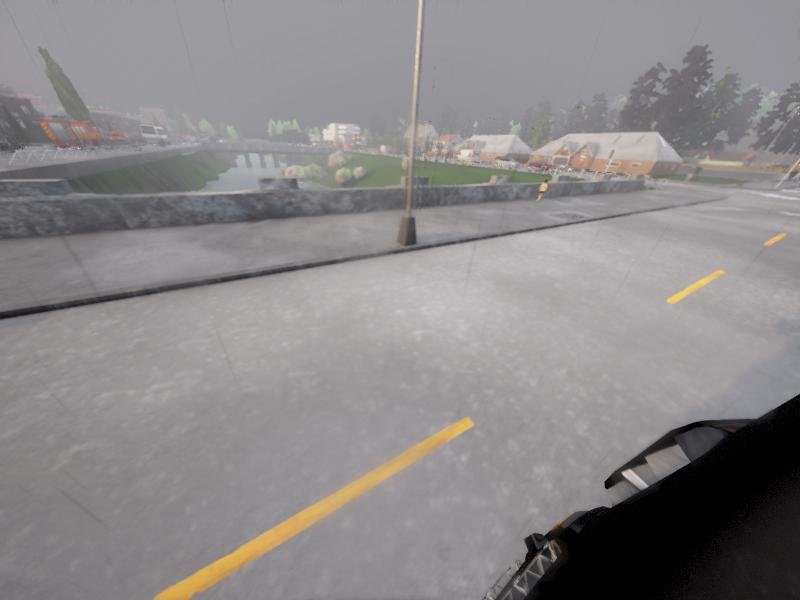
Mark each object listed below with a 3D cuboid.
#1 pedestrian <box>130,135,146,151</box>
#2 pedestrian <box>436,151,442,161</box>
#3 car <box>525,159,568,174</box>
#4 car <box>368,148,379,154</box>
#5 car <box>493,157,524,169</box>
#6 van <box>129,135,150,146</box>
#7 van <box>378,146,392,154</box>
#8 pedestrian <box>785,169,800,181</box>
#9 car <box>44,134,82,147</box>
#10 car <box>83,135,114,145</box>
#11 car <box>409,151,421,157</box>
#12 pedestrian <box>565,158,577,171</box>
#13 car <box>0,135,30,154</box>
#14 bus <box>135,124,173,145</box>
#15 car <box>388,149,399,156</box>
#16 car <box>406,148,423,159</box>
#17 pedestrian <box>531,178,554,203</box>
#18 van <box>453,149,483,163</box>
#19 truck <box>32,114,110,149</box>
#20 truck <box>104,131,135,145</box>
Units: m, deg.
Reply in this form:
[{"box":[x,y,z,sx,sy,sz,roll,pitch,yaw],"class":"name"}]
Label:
[{"box":[-39.017,-23.351,34.411,0.751,1.860,0.751,-13,37,-23],"class":"pedestrian"},{"box":[8.425,-30.815,49.391,0.751,1.860,0.751,-14,37,-24],"class":"pedestrian"},{"box":[22.121,-20.344,35.119,1.882,1.535,5.008,-14,37,-24],"class":"car"},{"box":[-9.577,-53.953,83.520,2.038,1.542,4.974,-15,37,-25],"class":"car"},{"box":[18.759,-23.868,40.207,2.007,1.525,4.514,-15,37,-25],"class":"car"},{"box":[-62.236,-38.262,55.312,1.775,1.987,4.442,-15,37,-25],"class":"van"},{"box":[-5.466,-54.619,84.078,2.351,2.431,6.366,-15,37,-25],"class":"van"},{"box":[72.737,-23.107,42.702,0.751,1.860,0.751,-16,38,-26],"class":"pedestrian"},{"box":[-55.585,-26.361,38.218,1.851,1.617,3.988,-15,37,-25],"class":"car"},{"box":[-61.523,-32.706,47.267,1.930,1.638,5.238,-15,37,-25],"class":"car"},{"box":[4.459,-43.663,69.128,1.816,1.474,4.193,-15,37,-25],"class":"car"},{"box":[29.476,-23.446,39.862,0.751,1.860,0.751,-15,37,-25],"class":"pedestrian"},{"box":[-41.453,-16.014,23.690,1.816,1.474,4.193,-15,37,-25],"class":"car"},{"box":[-69.501,-46.821,65.648,3.944,4.253,10.273,-15,37,-25],"class":"bus"},{"box":[-2.049,-45.940,72.021,1.851,1.617,3.988,-15,37,-25],"class":"car"},{"box":[3.869,-39.892,62.849,2.150,2.045,5.566,-15,37,-25],"class":"car"},{"box":[7.266,-5.614,11.822,0.500,1.100,0.500,-15,37,-25],"class":"pedestrian"},{"box":[15.258,-32.633,52.393,2.351,2.431,6.366,-15,37,-25],"class":"van"},{"box":[-49.318,-25.384,35.140,2.891,3.827,8.468,-15,37,-25],"class":"truck"},{"box":[-66.799,-38.664,55.126,2.627,2.467,5.204,-15,37,-25],"class":"truck"}]
